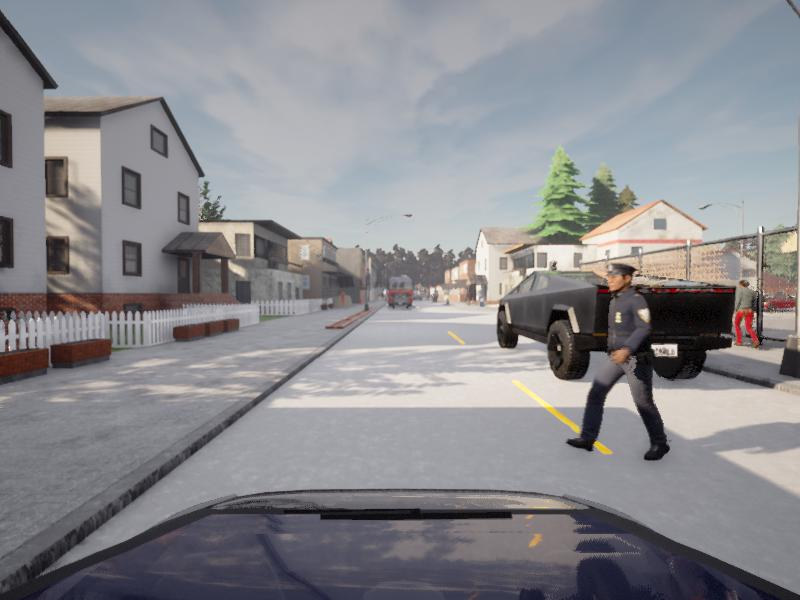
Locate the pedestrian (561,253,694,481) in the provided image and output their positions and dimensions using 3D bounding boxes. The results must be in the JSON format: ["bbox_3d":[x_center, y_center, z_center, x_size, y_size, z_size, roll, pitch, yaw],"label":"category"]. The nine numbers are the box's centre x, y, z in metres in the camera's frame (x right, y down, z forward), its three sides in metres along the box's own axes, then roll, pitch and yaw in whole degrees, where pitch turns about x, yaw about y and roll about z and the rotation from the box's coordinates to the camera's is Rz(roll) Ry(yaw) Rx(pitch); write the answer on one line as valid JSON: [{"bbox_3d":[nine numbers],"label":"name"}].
[{"bbox_3d":[2.041,0.540,3.684,0.751,1.860,0.751,0,1,-9],"label":"pedestrian"}]

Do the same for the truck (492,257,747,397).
[{"bbox_3d":[4.001,0.358,9.127,2.390,2.098,6.274,0,1,0],"label":"truck"}]

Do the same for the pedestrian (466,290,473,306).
[{"bbox_3d":[8.143,-0.254,47.163,0.751,1.860,0.751,0,1,6],"label":"pedestrian"}]

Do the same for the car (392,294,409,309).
[{"bbox_3d":[0.046,0.117,42.526,1.789,1.549,3.705,0,1,0],"label":"car"}]

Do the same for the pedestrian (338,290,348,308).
[{"bbox_3d":[-5.853,-0.136,41.077,0.751,1.860,0.751,0,1,7],"label":"pedestrian"}]

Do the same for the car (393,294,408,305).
[{"bbox_3d":[0.049,-0.107,59.309,2.163,1.488,4.792,0,1,0],"label":"car"}]

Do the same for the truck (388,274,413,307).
[{"bbox_3d":[0.036,-1.146,50.784,2.891,3.827,8.468,0,1,0],"label":"truck"}]

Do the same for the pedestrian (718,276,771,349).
[{"bbox_3d":[9.149,0.321,10.650,0.751,1.860,0.751,0,1,7],"label":"pedestrian"}]
